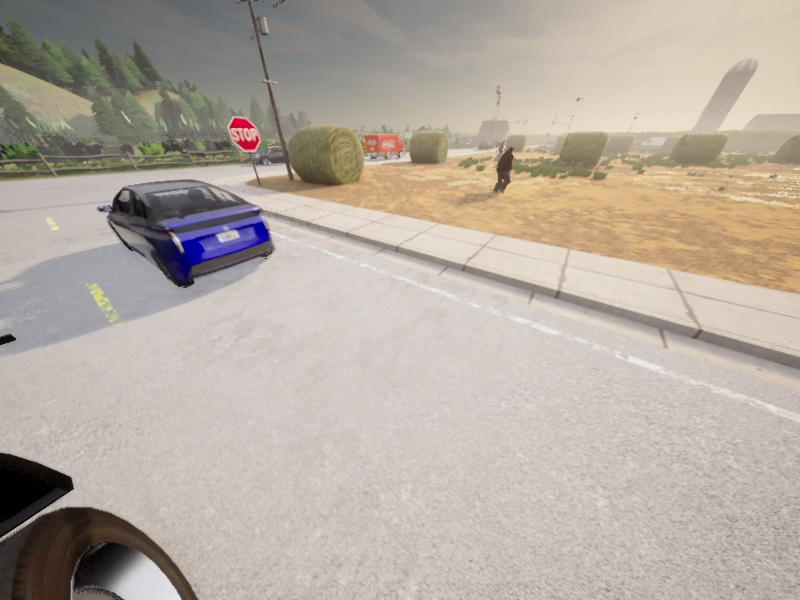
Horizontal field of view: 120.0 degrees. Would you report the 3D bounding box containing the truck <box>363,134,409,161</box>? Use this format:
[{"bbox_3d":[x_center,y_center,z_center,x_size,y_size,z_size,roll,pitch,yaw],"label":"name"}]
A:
[{"bbox_3d":[-1.546,-18.293,27.652,2.627,2.467,5.204,24,41,30],"label":"truck"}]

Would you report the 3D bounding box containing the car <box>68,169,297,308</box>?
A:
[{"bbox_3d":[-4.673,-1.722,4.994,4.514,1.525,2.007,22,41,28],"label":"car"}]

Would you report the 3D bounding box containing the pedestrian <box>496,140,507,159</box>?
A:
[{"bbox_3d":[12.005,-17.767,27.237,0.751,1.860,0.751,13,37,18],"label":"pedestrian"}]

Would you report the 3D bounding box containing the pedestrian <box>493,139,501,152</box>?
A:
[{"bbox_3d":[16.972,-26.952,40.309,0.751,1.860,0.751,18,39,23],"label":"pedestrian"}]

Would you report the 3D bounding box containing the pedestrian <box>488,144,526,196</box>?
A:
[{"bbox_3d":[4.505,-5.552,9.879,0.751,1.860,0.751,-14,37,-19],"label":"pedestrian"}]

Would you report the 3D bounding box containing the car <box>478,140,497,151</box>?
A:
[{"bbox_3d":[18.577,-32.921,49.157,2.097,1.767,4.553,24,42,30],"label":"car"}]

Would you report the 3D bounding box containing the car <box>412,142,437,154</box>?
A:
[{"bbox_3d":[4.159,-25.431,38.649,2.007,1.525,4.514,24,42,30],"label":"car"}]

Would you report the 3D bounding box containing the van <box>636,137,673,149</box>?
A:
[{"bbox_3d":[66.885,-41.412,60.949,5.915,2.561,1.988,22,41,28],"label":"van"}]

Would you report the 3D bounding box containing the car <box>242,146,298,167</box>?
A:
[{"bbox_3d":[-11.989,-13.453,21.571,1.970,1.475,3.806,24,42,30],"label":"car"}]
